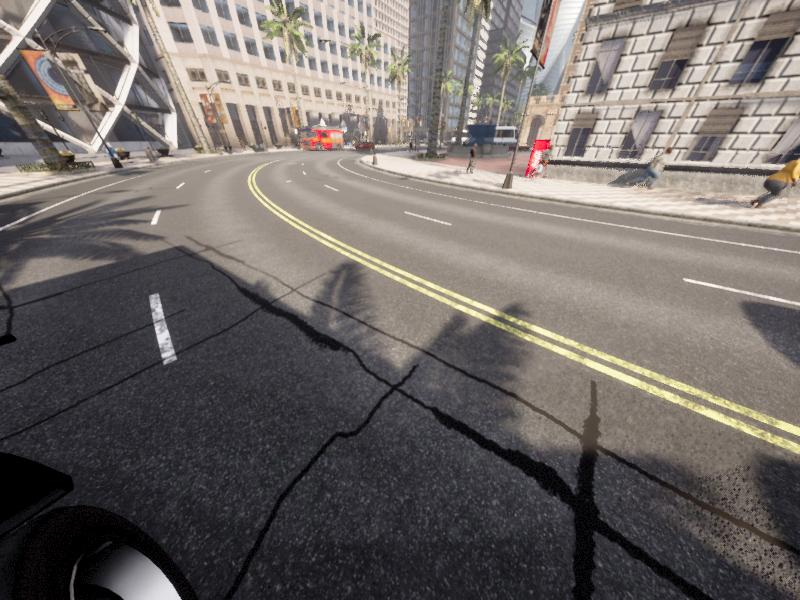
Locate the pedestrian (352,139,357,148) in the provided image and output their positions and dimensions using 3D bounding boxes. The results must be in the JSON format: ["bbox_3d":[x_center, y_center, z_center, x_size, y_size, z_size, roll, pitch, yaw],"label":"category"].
[{"bbox_3d":[-10.906,-37.307,55.132,0.751,1.860,0.751,26,43,32],"label":"pedestrian"}]

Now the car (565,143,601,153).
[{"bbox_3d":[36.307,-30.176,45.824,5.357,1.411,2.033,22,41,28],"label":"car"}]

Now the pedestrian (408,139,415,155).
[{"bbox_3d":[1.614,-21.441,32.445,0.751,1.860,0.751,20,40,26],"label":"pedestrian"}]

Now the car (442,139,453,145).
[{"bbox_3d":[16.844,-56.045,81.959,1.905,1.878,3.866,22,41,28],"label":"car"}]

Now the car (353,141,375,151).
[{"bbox_3d":[-7.485,-32.427,48.570,2.007,1.525,4.514,22,40,28],"label":"car"}]

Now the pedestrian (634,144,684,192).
[{"bbox_3d":[12.148,-6.226,10.923,0.751,1.860,0.751,22,40,27],"label":"pedestrian"}]

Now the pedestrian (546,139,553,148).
[{"bbox_3d":[36.790,-38.496,56.928,0.751,1.860,0.751,14,37,18],"label":"pedestrian"}]

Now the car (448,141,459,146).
[{"bbox_3d":[18.199,-53.458,78.701,1.895,1.301,4.718,22,41,28],"label":"car"}]

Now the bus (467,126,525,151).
[{"bbox_3d":[20.670,-35.324,50.543,10.273,4.253,3.944,22,41,28],"label":"bus"}]

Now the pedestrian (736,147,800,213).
[{"bbox_3d":[13.031,-4.095,7.905,0.751,1.860,0.751,18,39,24],"label":"pedestrian"}]

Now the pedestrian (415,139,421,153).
[{"bbox_3d":[2.940,-25.255,37.870,0.751,1.860,0.751,4,35,5],"label":"pedestrian"}]

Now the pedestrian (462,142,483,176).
[{"bbox_3d":[4.755,-9.295,15.224,0.751,1.860,0.751,28,44,33],"label":"pedestrian"}]

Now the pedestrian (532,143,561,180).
[{"bbox_3d":[8.698,-8.231,13.744,0.751,1.860,0.751,27,43,32],"label":"pedestrian"}]

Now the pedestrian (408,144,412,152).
[{"bbox_3d":[1.779,-26.337,40.057,0.500,1.100,0.500,8,36,10],"label":"pedestrian"}]

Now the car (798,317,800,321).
[{"bbox_3d":[7.514,0.988,1.160,5.027,1.651,2.152,24,41,29],"label":"car"}]

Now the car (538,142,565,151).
[{"bbox_3d":[33.377,-33.847,50.899,4.514,1.525,2.007,23,41,28],"label":"car"}]

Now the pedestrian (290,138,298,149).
[{"bbox_3d":[-22.067,-32.691,48.236,0.751,1.860,0.751,14,37,18],"label":"pedestrian"}]

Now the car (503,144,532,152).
[{"bbox_3d":[23.479,-30.462,46.217,4.718,1.301,1.895,22,41,28],"label":"car"}]

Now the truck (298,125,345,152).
[{"bbox_3d":[-14.548,-30.501,43.777,2.891,3.827,8.468,18,39,23],"label":"truck"}]

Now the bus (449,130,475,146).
[{"bbox_3d":[20.451,-53.056,75.697,3.944,4.253,10.273,22,41,28],"label":"bus"}]

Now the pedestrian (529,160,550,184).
[{"bbox_3d":[7.768,-7.151,12.863,0.500,1.100,0.500,-16,38,-21],"label":"pedestrian"}]

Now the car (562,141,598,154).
[{"bbox_3d":[31.960,-27.205,41.161,4.605,1.855,1.932,21,40,28],"label":"car"}]

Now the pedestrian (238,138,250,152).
[{"bbox_3d":[-24.944,-24.690,36.854,0.751,1.860,0.751,7,36,9],"label":"pedestrian"}]
